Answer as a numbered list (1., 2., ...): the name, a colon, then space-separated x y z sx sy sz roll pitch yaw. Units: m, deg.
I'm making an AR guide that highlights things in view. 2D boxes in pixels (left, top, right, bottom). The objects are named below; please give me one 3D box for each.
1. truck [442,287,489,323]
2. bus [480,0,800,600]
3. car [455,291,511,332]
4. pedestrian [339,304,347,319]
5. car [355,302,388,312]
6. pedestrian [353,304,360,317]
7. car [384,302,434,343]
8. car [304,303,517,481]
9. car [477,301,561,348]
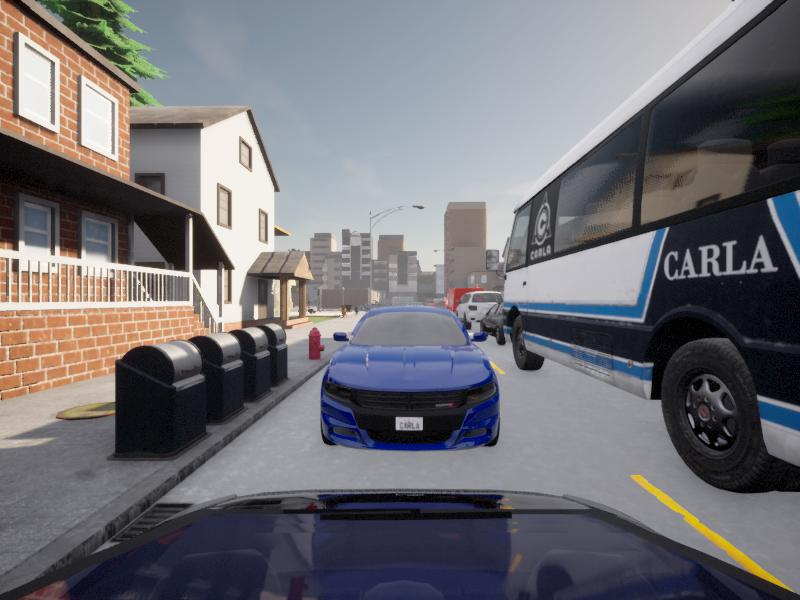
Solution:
1. truck: 4.794 0.357 30.240 2.627 2.467 5.204 0 0 0
2. bus: 4.014 -0.534 5.575 3.944 4.253 10.273 0 0 1
3. car: 4.537 0.568 22.777 2.150 2.045 5.566 0 0 1
4. pedestrian: -4.479 0.905 31.580 0.500 1.100 0.500 0 0 7
5. car: -3.806 0.907 53.653 4.181 1.385 1.994 0 0 -11
6. pedestrian: -3.793 0.905 34.859 0.500 1.100 0.500 0 0 4
7. car: 0.391 0.846 17.239 1.837 1.490 4.892 0 0 1
8. car: 0.148 0.823 6.037 1.882 1.535 5.008 0 0 1
9. car: 4.358 0.828 15.497 2.007 1.525 4.514 0 0 1
